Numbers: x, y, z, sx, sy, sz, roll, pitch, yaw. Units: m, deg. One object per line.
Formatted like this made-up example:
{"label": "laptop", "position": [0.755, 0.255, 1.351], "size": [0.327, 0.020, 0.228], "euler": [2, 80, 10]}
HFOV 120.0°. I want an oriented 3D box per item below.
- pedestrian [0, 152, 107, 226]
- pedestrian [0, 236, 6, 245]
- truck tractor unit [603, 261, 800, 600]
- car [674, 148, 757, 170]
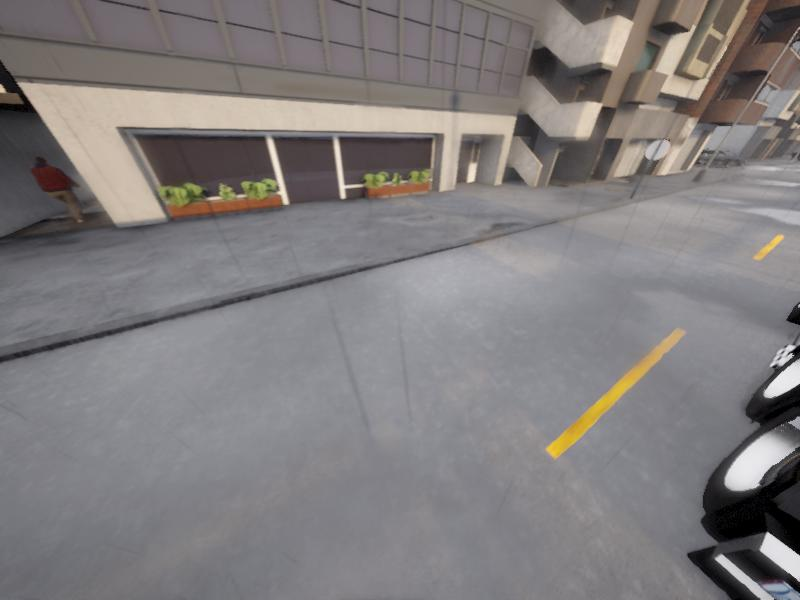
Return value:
{"label": "pedestrian", "position": [-10.099, -3.272, 6.851], "size": [0.751, 1.860, 0.751], "euler": [-12, 37, -17]}
{"label": "pedestrian", "position": [-10.159, -1.947, 4.942], "size": [0.751, 1.860, 0.751], "euler": [-23, 41, -29]}
{"label": "truck tractor unit", "position": [5.107, -0.304, 0.795], "size": [6.516, 4.208, 3.053], "euler": [-18, 39, -24]}
{"label": "car", "position": [33.026, -15.029, 24.430], "size": [2.033, 1.649, 4.856], "euler": [-27, 43, -32]}
